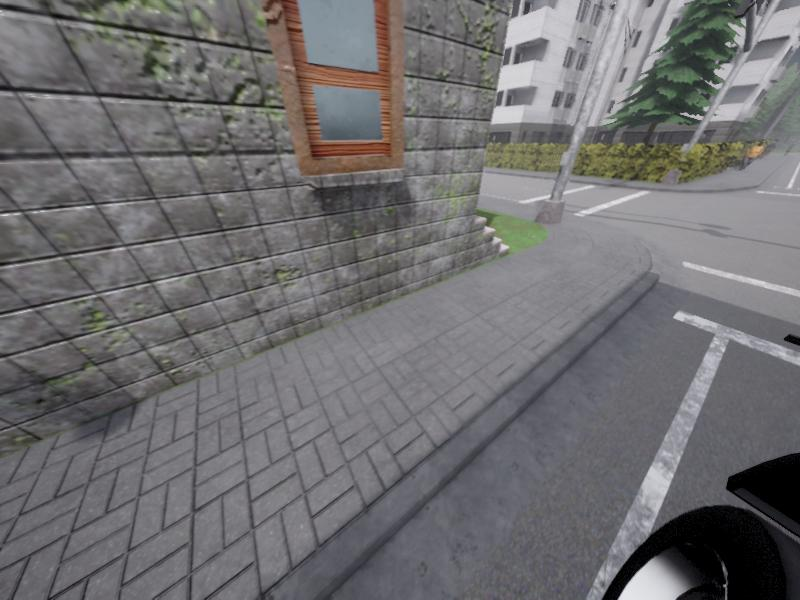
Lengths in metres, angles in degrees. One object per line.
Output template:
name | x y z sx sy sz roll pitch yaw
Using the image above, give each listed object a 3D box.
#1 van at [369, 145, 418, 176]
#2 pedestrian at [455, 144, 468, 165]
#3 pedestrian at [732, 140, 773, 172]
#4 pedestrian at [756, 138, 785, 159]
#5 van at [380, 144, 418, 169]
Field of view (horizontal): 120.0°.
van | -0.632 -12.412 20.354 2.069 2.038 4.480 -22 40 -28
pedestrian | 6.334 -15.039 23.884 0.751 1.860 0.751 -23 41 -29
pedestrian | 24.845 -10.177 16.329 0.751 1.860 0.751 29 44 35
pedestrian | 40.174 -16.412 25.080 0.751 1.860 0.751 -17 38 -22
van | -0.191 -15.546 24.898 1.775 1.987 4.442 -22 40 -28
